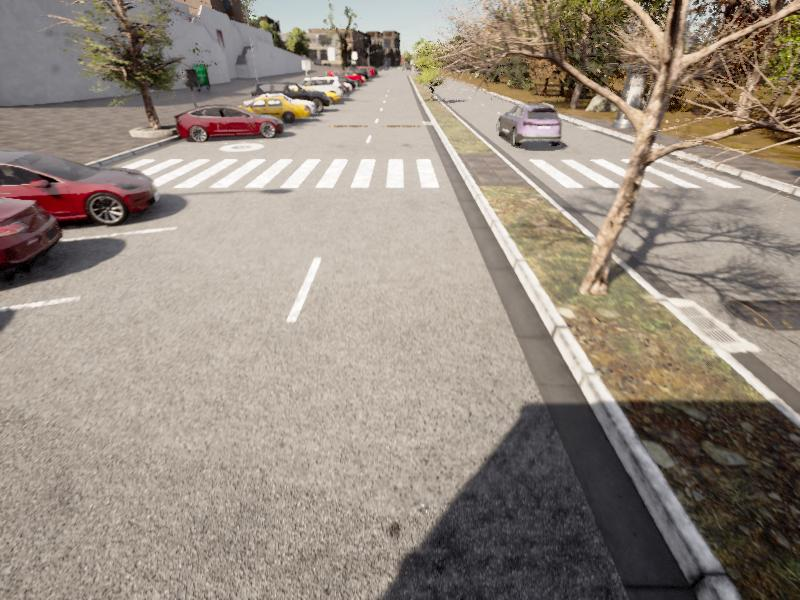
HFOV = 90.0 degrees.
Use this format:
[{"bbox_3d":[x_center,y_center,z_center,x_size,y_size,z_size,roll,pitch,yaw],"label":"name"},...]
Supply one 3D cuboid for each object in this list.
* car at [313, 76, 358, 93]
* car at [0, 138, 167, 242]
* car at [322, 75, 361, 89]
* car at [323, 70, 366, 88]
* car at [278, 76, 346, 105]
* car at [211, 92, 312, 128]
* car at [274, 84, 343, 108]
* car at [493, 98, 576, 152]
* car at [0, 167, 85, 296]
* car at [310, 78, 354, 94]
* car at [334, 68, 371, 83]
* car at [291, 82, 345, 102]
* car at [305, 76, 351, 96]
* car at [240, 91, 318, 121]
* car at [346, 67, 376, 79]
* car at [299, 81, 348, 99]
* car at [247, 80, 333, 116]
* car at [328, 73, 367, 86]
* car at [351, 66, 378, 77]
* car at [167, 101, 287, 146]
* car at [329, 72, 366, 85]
[{"bbox_3d":[-8.025,-26.910,49.897,5.008,1.535,2.097,-11,33,-17],"label":"car"},{"bbox_3d":[-8.034,-2.382,8.605,4.792,1.488,2.163,-11,32,-17],"label":"car"},{"bbox_3d":[-8.003,-30.009,55.055,4.792,1.488,2.163,-11,33,-17],"label":"car"},{"bbox_3d":[-8.006,-31.806,57.478,5.566,2.045,2.435,-11,32,-17],"label":"car"},{"bbox_3d":[-8.069,-19.368,36.902,5.566,2.045,2.435,-11,33,-17],"label":"car"},{"bbox_3d":[-8.221,-11.471,24.060,5.366,1.575,1.946,-11,32,-17],"label":"car"},{"bbox_3d":[-7.871,-17.657,34.514,5.366,1.575,1.946,-11,32,-17],"label":"car"},{"bbox_3d":[5.790,-7.991,18.019,2.033,1.649,4.856,0,30,0],"label":"car"},{"bbox_3d":[-8.057,-0.847,6.006,4.674,1.452,2.002,-11,32,-17],"label":"car"},{"bbox_3d":[-8.036,-25.320,47.352,4.674,1.452,2.002,-11,32,-17],"label":"car"},{"bbox_3d":[-8.047,-37.996,67.723,5.566,2.045,2.435,-11,33,-17],"label":"car"},{"bbox_3d":[-8.065,-20.668,39.619,4.792,1.488,2.163,-11,33,-17],"label":"car"},{"bbox_3d":[-8.068,-23.903,44.691,4.553,1.767,2.185,-11,32,-17],"label":"car"},{"bbox_3d":[-8.052,-12.995,26.729,4.674,1.452,2.002,-11,32,-17],"label":"car"},{"bbox_3d":[-8.037,-47.248,83.175,5.566,2.045,2.435,-11,33,-17],"label":"car"},{"bbox_3d":[-8.040,-22.215,42.219,4.674,1.452,2.002,-11,32,-17],"label":"car"},{"bbox_3d":[-8.023,-14.777,29.183,5.566,2.045,2.435,-11,32,-17],"label":"car"},{"bbox_3d":[-7.851,-33.177,60.215,5.366,1.575,1.946,-11,32,-17],"label":"car"},{"bbox_3d":[-8.009,-51.866,90.917,5.566,2.045,2.435,-11,33,-16],"label":"car"},{"bbox_3d":[-8.027,-8.449,18.965,4.792,1.488,2.163,-11,32,-17],"label":"car"},{"bbox_3d":[-8.197,-34.656,62.671,5.366,1.575,1.946,-11,33,-17],"label":"car"}]
